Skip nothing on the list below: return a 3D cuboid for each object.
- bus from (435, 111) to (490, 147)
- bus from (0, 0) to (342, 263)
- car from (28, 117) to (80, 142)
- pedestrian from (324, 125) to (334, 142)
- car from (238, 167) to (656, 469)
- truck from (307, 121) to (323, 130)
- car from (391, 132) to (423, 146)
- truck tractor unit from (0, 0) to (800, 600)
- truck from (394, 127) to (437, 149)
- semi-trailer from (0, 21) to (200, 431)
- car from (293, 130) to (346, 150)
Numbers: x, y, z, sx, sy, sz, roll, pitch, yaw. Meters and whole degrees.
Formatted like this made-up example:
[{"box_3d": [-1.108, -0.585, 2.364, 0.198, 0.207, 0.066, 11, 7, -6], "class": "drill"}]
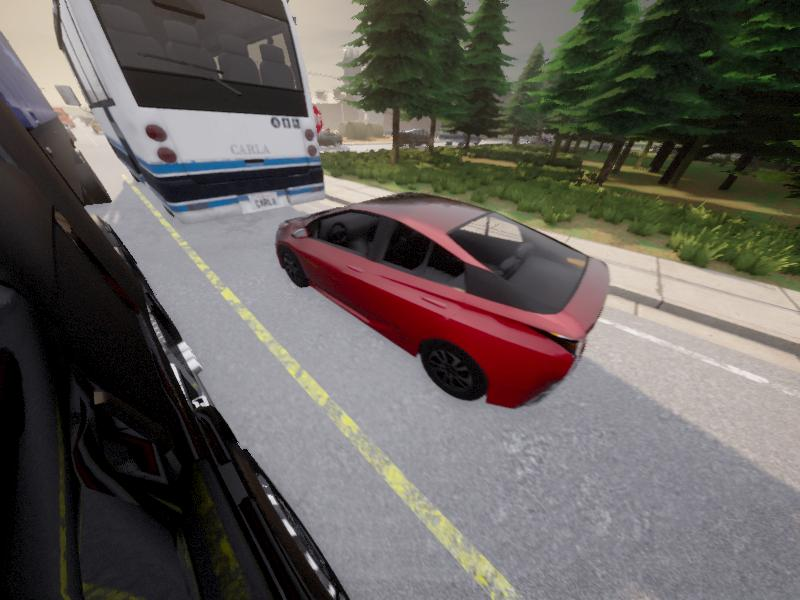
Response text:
[{"box_3d": [10.622, -28.520, 38.840, 3.944, 4.253, 10.273, 27, 42, 29], "class": "bus"}, {"box_3d": [-6.715, -5.401, 6.865, 10.273, 4.253, 3.944, 30, 45, 31], "class": "bus"}, {"box_3d": [-30.190, -14.974, 20.277, 3.988, 1.617, 1.851, 30, 44, 31], "class": "car"}, {"box_3d": [-9.387, -22.052, 30.615, 0.751, 1.860, 0.751, 18, 39, 19], "class": "pedestrian"}, {"box_3d": [0.020, -0.612, 3.198, 4.514, 1.525, 2.007, 29, 44, 31], "class": "car"}, {"box_3d": [-31.747, -65.055, 86.169, 5.204, 2.467, 2.627, 27, 43, 28], "class": "truck"}, {"box_3d": [1.047, -23.883, 34.332, 2.128, 1.511, 4.902, 27, 43, 29], "class": "car"}, {"box_3d": [-2.645, -0.295, 0.351, 6.516, 4.208, 3.053, 28, 44, 30], "class": "truck tractor unit"}, {"box_3d": [2.165, -21.567, 30.828, 2.390, 2.098, 6.274, 27, 43, 29], "class": "truck"}, {"box_3d": [-8.597, -3.681, 4.312, 14.254, 4.402, 2.717, 29, 44, 31], "class": "semi-trailer"}, {"box_3d": [-8.442, -17.147, 24.736, 2.128, 1.511, 4.902, 27, 43, 29], "class": "car"}]
